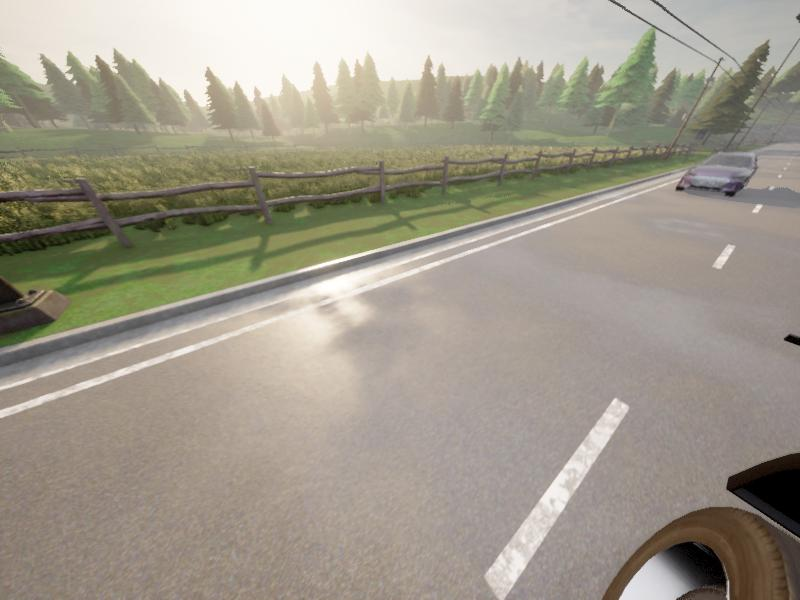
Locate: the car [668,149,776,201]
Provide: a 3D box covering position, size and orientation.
[{"bbox_3d":[15.493,-6.165,11.116,4.856,1.649,2.033,-22,41,-28],"label":"car"}]
